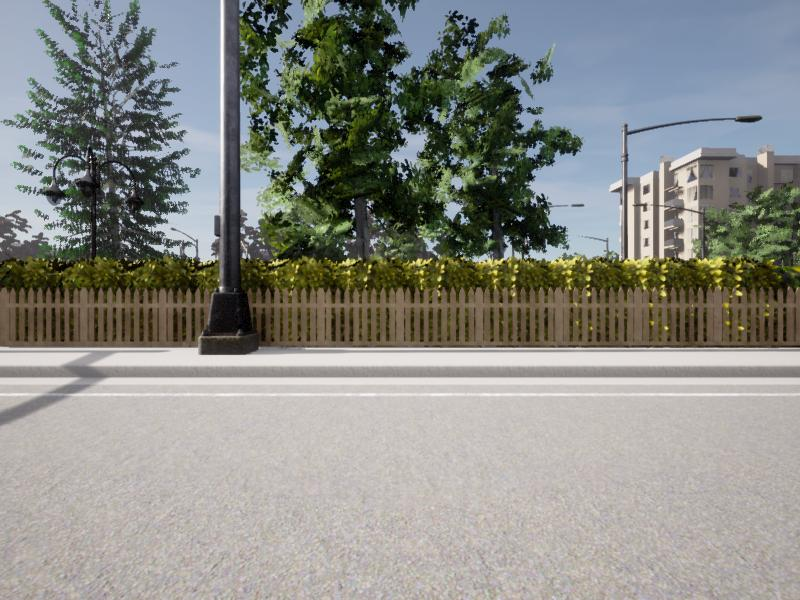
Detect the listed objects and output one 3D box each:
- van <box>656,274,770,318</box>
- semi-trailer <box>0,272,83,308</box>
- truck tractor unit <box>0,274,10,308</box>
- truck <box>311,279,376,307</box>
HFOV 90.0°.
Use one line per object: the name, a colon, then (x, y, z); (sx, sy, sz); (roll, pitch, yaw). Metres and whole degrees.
van: (19.460, -0.223, 25.468); (2.351, 2.431, 6.366); (0, 0, 1)
semi-trailer: (-50.229, -1.215, 54.553); (2.717, 4.402, 14.254); (0, 0, 0)
truck tractor unit: (-50.192, -1.113, 46.640); (3.053, 4.208, 6.516); (0, 0, 0)
truck: (-7.628, -0.921, 54.813); (8.468, 3.827, 2.891); (0, 0, 0)
